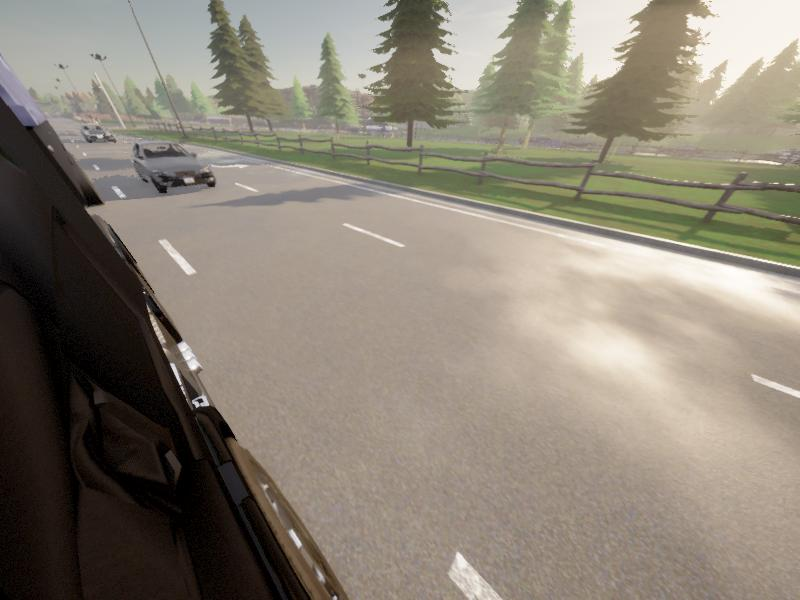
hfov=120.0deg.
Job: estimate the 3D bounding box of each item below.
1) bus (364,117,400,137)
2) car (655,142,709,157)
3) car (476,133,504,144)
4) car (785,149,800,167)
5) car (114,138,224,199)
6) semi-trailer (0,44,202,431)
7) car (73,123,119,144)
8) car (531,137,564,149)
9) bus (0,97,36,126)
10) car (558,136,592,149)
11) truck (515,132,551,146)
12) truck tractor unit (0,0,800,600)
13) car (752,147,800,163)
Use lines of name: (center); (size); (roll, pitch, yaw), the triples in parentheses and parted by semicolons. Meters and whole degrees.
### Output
bus: (-5.311, -49.558, 66.024); (10.273, 4.253, 3.944); (28, 44, 30)
car: (45.268, -24.311, 37.252); (5.238, 1.638, 1.930); (28, 44, 30)
car: (19.598, -35.277, 50.492); (5.238, 1.638, 1.930); (28, 44, 30)
car: (49.925, -16.321, 26.842); (4.856, 1.649, 2.033); (28, 44, 30)
car: (-8.912, -5.233, 8.905); (4.193, 1.474, 1.816); (28, 44, 30)
semi-trailer: (-8.702, -3.584, 4.251); (14.254, 4.402, 2.717); (28, 44, 30)
car: (-28.938, -15.863, 22.006); (3.806, 1.475, 1.970); (28, 44, 30)
car: (26.778, -28.648, 42.123); (4.514, 1.525, 2.007); (28, 44, 30)
bus: (-78.552, -37.957, 46.479); (10.273, 4.253, 3.944); (28, 44, 30)
car: (33.796, -30.537, 44.742); (4.605, 1.855, 1.932); (28, 44, 30)
truck: (29.424, -35.711, 51.232); (6.274, 2.098, 2.390); (28, 44, 30)
truck tractor unit: (-2.645, -0.295, 0.351); (6.516, 4.208, 3.053); (28, 44, 30)
car: (56.199, -21.199, 33.738); (4.974, 1.542, 2.038); (28, 44, 30)
